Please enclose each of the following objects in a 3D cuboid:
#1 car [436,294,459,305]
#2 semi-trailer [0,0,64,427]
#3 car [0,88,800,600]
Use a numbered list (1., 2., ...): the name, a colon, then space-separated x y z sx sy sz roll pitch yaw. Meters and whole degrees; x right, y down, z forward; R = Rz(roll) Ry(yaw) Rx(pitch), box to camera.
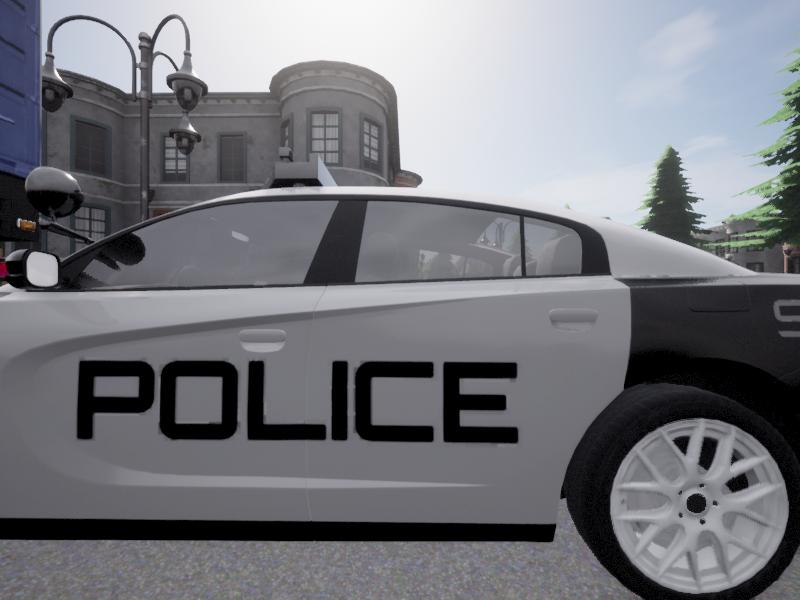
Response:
1. car: 8.957 -0.067 75.895 2.150 2.045 5.566 0 0 -17
2. semi-trailer: -10.202 -1.218 2.399 14.254 4.402 2.717 0 0 1
3. car: -0.593 0.180 2.208 5.238 1.638 1.930 0 0 1
